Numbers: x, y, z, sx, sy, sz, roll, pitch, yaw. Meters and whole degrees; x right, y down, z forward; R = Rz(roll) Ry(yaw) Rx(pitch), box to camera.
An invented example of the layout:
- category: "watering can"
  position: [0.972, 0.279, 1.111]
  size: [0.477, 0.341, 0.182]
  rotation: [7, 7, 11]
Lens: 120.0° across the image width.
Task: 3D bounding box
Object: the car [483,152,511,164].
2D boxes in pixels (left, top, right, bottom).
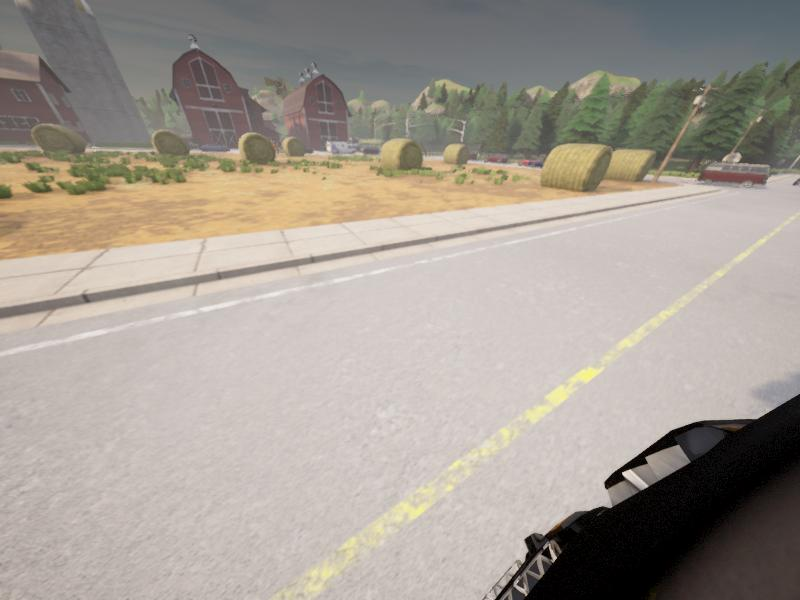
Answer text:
- category: "car"
  position: [19.101, -28.105, 45.772]
  size: [2.097, 1.767, 4.553]
  rotation: [-18, 39, -28]

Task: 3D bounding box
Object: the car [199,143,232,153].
- category: "car"
  position: [-31.887, -26.335, 40.015]
  size: [4.181, 1.385, 1.994]
  rotation: [-19, 40, -28]

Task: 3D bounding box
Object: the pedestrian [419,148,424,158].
- category: "pedestrian"
  position: [5.099, -35.623, 55.996]
  size: [0.751, 1.860, 0.751]
  rotation: [-18, 39, -28]

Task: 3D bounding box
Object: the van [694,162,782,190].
- category: "van"
  position: [33.164, -12.369, 22.942]
  size: [1.775, 1.987, 4.442]
  rotation: [-23, 41, -33]

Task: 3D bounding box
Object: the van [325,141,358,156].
- category: "van"
  position: [-12.775, -33.287, 50.789]
  size: [6.366, 2.431, 2.351]
  rotation: [-19, 39, -29]

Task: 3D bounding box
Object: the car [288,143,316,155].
- category: "car"
  position: [-19.768, -30.677, 46.906]
  size: [4.605, 1.855, 1.932]
  rotation: [-19, 39, -29]

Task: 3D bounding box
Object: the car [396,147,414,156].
- category: "car"
  position: [1.379, -40.235, 62.647]
  size: [4.605, 1.855, 1.932]
  rotation: [-19, 39, -29]

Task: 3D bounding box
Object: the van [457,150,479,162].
- category: "van"
  position: [14.929, -31.912, 51.026]
  size: [1.775, 1.987, 4.442]
  rotation: [-18, 39, -28]

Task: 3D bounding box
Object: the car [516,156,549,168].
- category: "car"
  position: [23.213, -24.318, 40.611]
  size: [2.007, 1.525, 4.514]
  rotation: [-18, 39, -28]

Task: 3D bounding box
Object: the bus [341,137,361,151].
- category: "bus"
  position: [-20.351, -64.266, 95.113]
  size: [3.944, 4.253, 10.273]
  rotation: [-18, 39, -28]

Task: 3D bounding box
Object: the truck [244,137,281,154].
- category: "truck"
  position: [-25.756, -28.872, 43.265]
  size: [5.204, 2.467, 2.627]
  rotation: [-19, 39, -29]

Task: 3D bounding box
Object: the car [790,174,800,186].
- category: "car"
  position: [48.120, -14.183, 26.998]
  size: [3.705, 1.549, 1.789]
  rotation: [-16, 38, -26]

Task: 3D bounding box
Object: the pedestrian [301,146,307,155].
- category: "pedestrian"
  position: [-17.498, -27.166, 41.997]
  size: [0.751, 1.300, 0.751]
  rotation: [-9, 35, -16]

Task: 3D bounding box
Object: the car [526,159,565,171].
- category: "car"
  position: [22.605, -21.175, 36.068]
  size: [1.895, 1.301, 4.718]
  rotation: [-18, 39, -28]

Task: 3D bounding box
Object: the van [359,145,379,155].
- category: "van"
  position: [-7.631, -37.204, 57.402]
  size: [4.442, 1.987, 1.775]
  rotation: [-19, 39, -29]

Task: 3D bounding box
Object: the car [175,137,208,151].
- category: "car"
  position: [-38.997, -29.366, 43.359]
  size: [1.905, 1.878, 3.866]
  rotation: [14, 37, 7]

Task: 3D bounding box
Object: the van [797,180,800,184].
- category: "van"
  position: [54.201, -16.127, 29.928]
  size: [4.442, 1.987, 1.775]
  rotation: [-16, 38, -26]

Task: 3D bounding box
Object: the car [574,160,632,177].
- category: "car"
  position: [26.761, -17.586, 30.714]
  size: [1.801, 1.575, 5.366]
  rotation: [-18, 39, -28]
